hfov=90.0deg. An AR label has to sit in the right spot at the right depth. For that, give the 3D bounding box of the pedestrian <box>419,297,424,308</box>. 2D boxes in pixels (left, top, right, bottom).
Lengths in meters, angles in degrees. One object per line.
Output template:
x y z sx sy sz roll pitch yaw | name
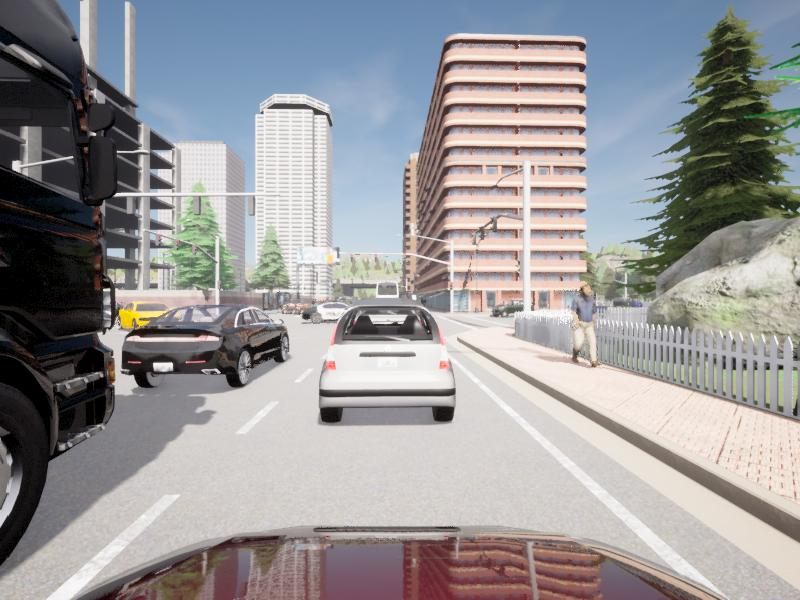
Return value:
3.730 0.485 68.985 0.751 1.860 0.751 0 0 -1 | pedestrian

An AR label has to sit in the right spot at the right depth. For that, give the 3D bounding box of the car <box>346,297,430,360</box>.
-0.383 0.756 12.936 2.242 1.667 4.611 0 0 -2 | car

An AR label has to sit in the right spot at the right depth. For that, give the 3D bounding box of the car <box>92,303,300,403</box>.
-3.774 0.836 8.674 2.128 1.511 4.902 0 0 -2 | car

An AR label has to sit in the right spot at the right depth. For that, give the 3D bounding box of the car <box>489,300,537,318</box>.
10.037 0.759 35.522 3.705 1.549 1.789 0 0 -14 | car

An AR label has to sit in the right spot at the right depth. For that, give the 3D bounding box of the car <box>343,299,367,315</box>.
-4.969 0.756 44.625 2.242 1.667 4.611 0 0 -1 | car

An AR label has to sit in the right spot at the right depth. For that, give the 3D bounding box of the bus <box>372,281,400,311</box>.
-2.067 -0.533 61.354 3.944 4.253 10.273 0 0 -2 | bus

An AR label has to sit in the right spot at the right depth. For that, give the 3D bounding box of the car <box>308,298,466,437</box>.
-0.207 0.788 6.686 1.851 1.617 3.988 0 0 -2 | car

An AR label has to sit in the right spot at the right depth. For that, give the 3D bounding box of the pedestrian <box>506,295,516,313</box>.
11.813 0.429 42.706 0.751 1.860 0.751 0 0 -17 | pedestrian

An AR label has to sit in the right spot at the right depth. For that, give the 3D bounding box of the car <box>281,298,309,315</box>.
-11.956 0.694 45.747 2.097 1.767 4.553 0 0 -2 | car

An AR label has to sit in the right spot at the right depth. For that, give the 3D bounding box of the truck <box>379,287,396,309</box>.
-2.345 -0.325 74.066 2.891 3.827 8.468 0 0 -2 | truck

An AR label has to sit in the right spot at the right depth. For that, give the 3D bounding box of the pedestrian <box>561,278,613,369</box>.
3.956 0.485 8.528 0.751 1.860 0.751 0 0 -1 | pedestrian

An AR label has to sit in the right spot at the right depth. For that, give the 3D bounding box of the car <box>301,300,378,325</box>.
-3.968 0.815 27.094 4.974 1.542 2.038 0 0 -2 | car

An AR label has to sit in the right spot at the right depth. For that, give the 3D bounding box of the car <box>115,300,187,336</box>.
-12.351 0.807 19.701 1.882 1.535 5.008 1 -1 -45 | car

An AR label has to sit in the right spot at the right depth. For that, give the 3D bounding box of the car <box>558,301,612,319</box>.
15.441 0.798 33.417 3.806 1.475 1.970 0 0 -22 | car

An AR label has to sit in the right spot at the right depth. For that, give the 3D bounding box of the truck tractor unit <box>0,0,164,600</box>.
-3.404 -0.516 0.105 3.053 4.208 6.516 0 0 -3 | truck tractor unit
